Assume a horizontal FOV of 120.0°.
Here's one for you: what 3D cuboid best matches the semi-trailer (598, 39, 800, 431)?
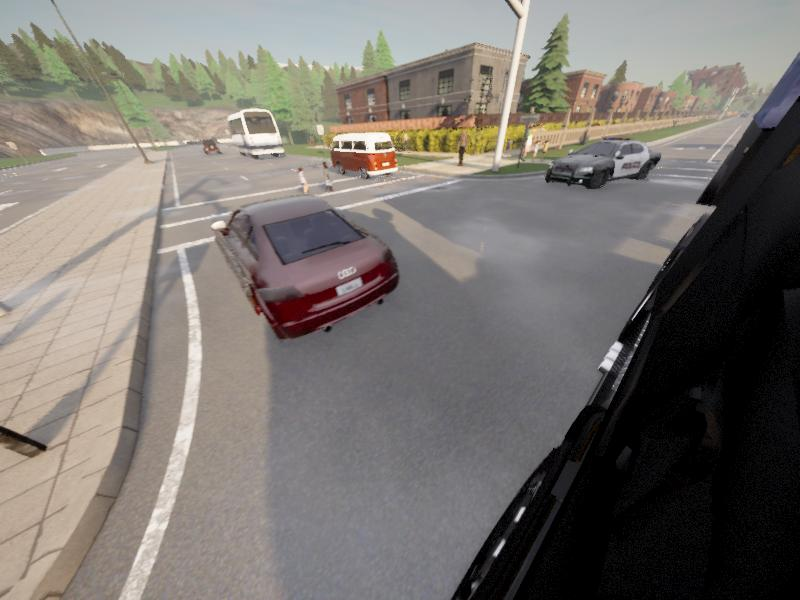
[{"bbox_3d":[8.694,-3.602,4.240,14.254,4.402,2.717,-28,44,-30],"label":"semi-trailer"}]

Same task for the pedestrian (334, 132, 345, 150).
[{"bbox_3d":[-7.797,-20.420,29.716,0.751,1.860,0.751,-27,43,-29],"label":"pedestrian"}]

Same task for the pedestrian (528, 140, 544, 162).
[{"bbox_3d":[8.260,-9.073,14.091,0.500,1.100,0.500,20,42,28],"label":"pedestrian"}]

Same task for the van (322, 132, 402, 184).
[{"bbox_3d":[-2.172,-8.142,13.035,2.069,2.038,4.480,-30,45,-31],"label":"van"}]

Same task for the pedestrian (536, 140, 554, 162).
[{"bbox_3d":[8.797,-9.072,14.056,0.500,1.100,0.500,5,37,10],"label":"pedestrian"}]

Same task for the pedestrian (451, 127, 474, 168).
[{"bbox_3d":[3.539,-8.707,13.218,0.751,1.860,0.751,-28,44,-30],"label":"pedestrian"}]

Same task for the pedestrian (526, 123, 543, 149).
[{"bbox_3d":[12.170,-14.829,20.926,0.751,1.860,0.751,24,44,31],"label":"pedestrian"}]

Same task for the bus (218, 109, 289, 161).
[{"bbox_3d":[-17.574,-19.494,27.400,3.944,4.253,10.273,-27,43,-29],"label":"bus"}]

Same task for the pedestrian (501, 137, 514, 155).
[{"bbox_3d":[8.414,-12.039,18.061,0.500,1.100,0.500,29,47,35],"label":"pedestrian"}]

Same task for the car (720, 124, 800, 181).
[{"bbox_3d":[16.435,-6.583,10.083,5.027,1.651,2.152,-28,44,-30],"label":"car"}]

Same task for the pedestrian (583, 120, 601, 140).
[{"bbox_3d":[22.121,-19.551,26.619,0.751,1.860,0.751,-28,44,-30],"label":"pedestrian"}]

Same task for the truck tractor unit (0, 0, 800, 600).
[{"bbox_3d":[2.645,-0.295,0.351,6.516,4.208,3.053,-28,44,-30],"label":"truck tractor unit"}]

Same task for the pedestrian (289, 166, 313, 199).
[{"bbox_3d":[-3.992,-4.759,9.350,0.500,1.100,0.500,-29,44,-31],"label":"pedestrian"}]

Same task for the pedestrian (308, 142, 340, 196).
[{"bbox_3d":[-3.118,-5.423,9.598,0.751,1.860,0.751,-18,39,-20],"label":"pedestrian"}]

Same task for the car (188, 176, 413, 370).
[{"bbox_3d":[-1.940,-1.057,4.067,1.994,1.385,4.181,-29,44,-30],"label":"car"}]

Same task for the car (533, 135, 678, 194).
[{"bbox_3d":[8.358,-5.730,9.537,4.974,1.542,2.038,-18,39,-19],"label":"car"}]

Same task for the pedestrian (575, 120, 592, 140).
[{"bbox_3d":[21.510,-19.878,27.097,0.751,1.860,0.751,-26,43,-28],"label":"pedestrian"}]

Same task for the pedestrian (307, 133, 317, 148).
[{"bbox_3d":[-13.452,-24.337,35.336,0.751,1.860,0.751,0,37,4],"label":"pedestrian"}]

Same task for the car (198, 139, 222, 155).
[{"bbox_3d":[-29.358,-23.601,35.645,1.905,1.878,3.866,-28,43,-29],"label":"car"}]

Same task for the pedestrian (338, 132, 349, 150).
[{"bbox_3d":[-7.134,-19.948,29.040,0.751,1.860,0.751,-27,43,-29],"label":"pedestrian"}]

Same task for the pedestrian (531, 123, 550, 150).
[{"bbox_3d":[12.317,-14.375,20.308,0.751,1.860,0.751,28,46,34],"label":"pedestrian"}]

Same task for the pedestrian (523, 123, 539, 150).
[{"bbox_3d":[11.434,-14.260,20.209,0.751,1.860,0.751,15,40,22],"label":"pedestrian"}]

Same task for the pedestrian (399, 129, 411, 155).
[{"bbox_3d":[0.517,-14.542,21.293,0.751,1.860,0.751,-28,43,-29],"label":"pedestrian"}]

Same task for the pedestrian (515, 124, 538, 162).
[{"bbox_3d":[7.733,-9.569,14.155,0.751,1.860,0.751,16,41,24],"label":"pedestrian"}]

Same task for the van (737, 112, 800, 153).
[{"bbox_3d":[25.351,-11.494,15.789,4.442,1.987,1.775,-28,44,-30],"label":"van"}]
